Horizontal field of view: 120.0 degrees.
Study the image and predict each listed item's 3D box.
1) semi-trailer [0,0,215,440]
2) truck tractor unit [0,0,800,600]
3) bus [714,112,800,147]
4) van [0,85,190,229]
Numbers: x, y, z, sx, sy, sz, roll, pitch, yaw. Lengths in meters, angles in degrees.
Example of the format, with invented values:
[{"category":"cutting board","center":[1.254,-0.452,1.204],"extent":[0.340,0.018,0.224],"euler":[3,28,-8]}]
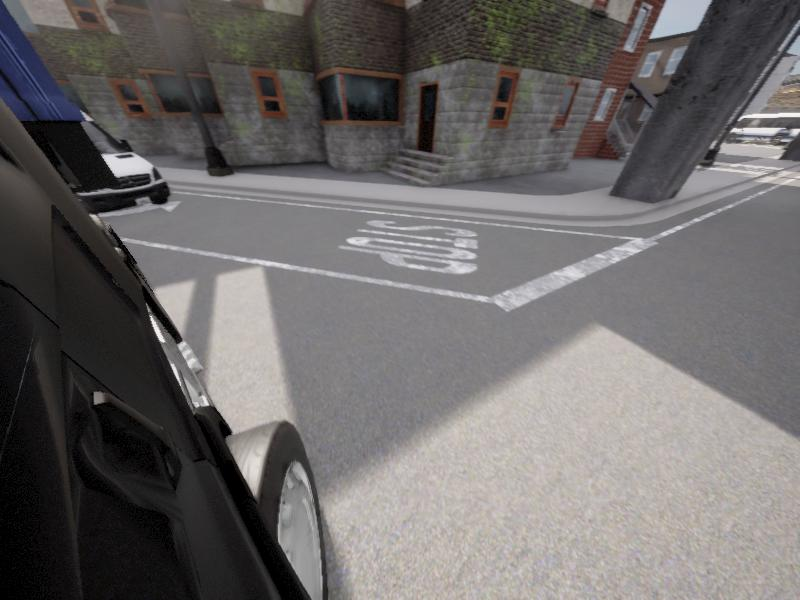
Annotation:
[{"category":"semi-trailer","center":[-9.782,-2.431,2.788],"extent":[14.254,4.402,2.717],"euler":[13,39,15]},{"category":"truck tractor unit","center":[-2.645,-0.295,0.352],"extent":[6.516,4.208,3.053],"euler":[28,43,30]},{"category":"bus","center":[63.140,-29.032,39.273],"extent":[3.944,4.253,10.273],"euler":[-7,38,-10]},{"category":"van","center":[-9.560,-3.881,6.234],"extent":[5.915,2.561,1.988],"euler":[11,39,13]}]
